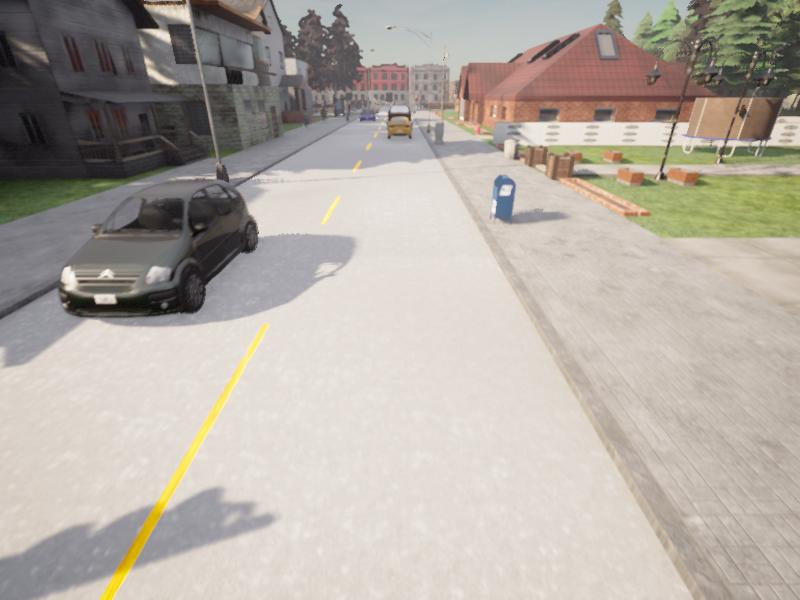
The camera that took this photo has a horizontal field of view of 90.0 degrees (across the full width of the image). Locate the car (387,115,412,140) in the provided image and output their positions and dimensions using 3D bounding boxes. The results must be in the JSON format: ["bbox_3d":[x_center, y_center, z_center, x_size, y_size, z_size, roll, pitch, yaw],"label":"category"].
[{"bbox_3d":[-0.022,-13.855,32.001,1.882,1.535,5.008,0,27,0],"label":"car"}]

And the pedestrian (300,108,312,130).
[{"bbox_3d":[-8.824,-17.090,37.680,0.751,1.860,0.751,1,27,2],"label":"pedestrian"}]

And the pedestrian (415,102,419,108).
[{"bbox_3d":[4.278,-49.464,101.451,0.751,1.300,0.751,-7,28,-14],"label":"pedestrian"}]

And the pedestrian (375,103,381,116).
[{"bbox_3d":[-3.445,-29.929,62.963,0.751,1.860,0.751,-8,28,-15],"label":"pedestrian"}]

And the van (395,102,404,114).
[{"bbox_3d":[-0.052,-37.856,78.828,1.775,1.987,4.442,0,27,0],"label":"van"}]

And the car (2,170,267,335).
[{"bbox_3d":[-4.007,-1.137,7.104,1.851,1.617,3.988,0,27,0],"label":"car"}]

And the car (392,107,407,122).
[{"bbox_3d":[-0.098,-23.903,51.533,1.851,1.617,3.988,0,27,1],"label":"car"}]

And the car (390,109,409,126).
[{"bbox_3d":[-0.043,-20.776,45.536,2.128,1.511,4.902,0,27,0],"label":"car"}]

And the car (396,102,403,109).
[{"bbox_3d":[-0.068,-50.379,103.754,1.801,1.575,5.366,0,27,0],"label":"car"}]

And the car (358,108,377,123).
[{"bbox_3d":[-4.011,-23.349,50.542,2.007,1.525,4.514,0,27,0],"label":"car"}]

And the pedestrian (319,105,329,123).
[{"bbox_3d":[-8.761,-21.475,46.237,0.751,1.860,0.751,3,27,6],"label":"pedestrian"}]

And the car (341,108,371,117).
[{"bbox_3d":[-7.565,-32.357,68.844,4.718,1.301,1.895,-8,28,-15],"label":"car"}]

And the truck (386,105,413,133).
[{"bbox_3d":[-0.030,-17.510,38.518,2.390,2.098,6.274,0,27,0],"label":"truck"}]
